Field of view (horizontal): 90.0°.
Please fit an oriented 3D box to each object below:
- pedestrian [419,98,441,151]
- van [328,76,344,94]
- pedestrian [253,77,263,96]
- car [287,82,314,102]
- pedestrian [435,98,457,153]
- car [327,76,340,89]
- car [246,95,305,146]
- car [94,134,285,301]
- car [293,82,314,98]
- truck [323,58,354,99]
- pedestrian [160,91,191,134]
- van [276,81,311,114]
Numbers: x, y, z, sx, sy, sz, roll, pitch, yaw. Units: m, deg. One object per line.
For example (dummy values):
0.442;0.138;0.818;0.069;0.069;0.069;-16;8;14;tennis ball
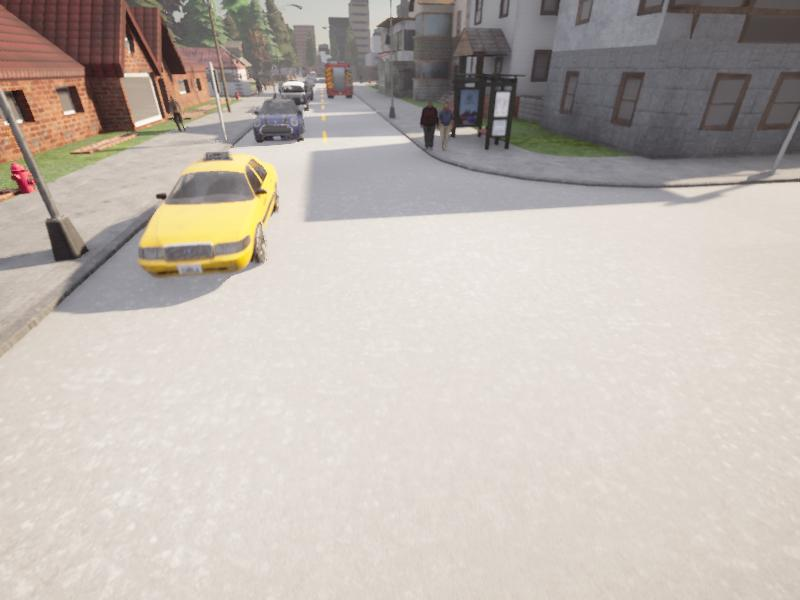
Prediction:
1.173;-6.901;15.748;0.751;1.860;0.751;3;30;5;pedestrian
-8.639;-29.018;53.833;1.775;1.987;4.442;-5;31;-8;van
-16.386;-24.642;46.195;0.751;1.860;0.751;-5;31;-8;pedestrian
-10.185;-21.527;41.301;2.242;1.667;4.611;-5;30;-8;car
1.757;-6.718;15.442;0.751;1.860;0.751;2;30;4;pedestrian
-10.848;-35.346;65.029;1.930;1.638;5.238;-5;31;-8;car
-5.821;-8.801;19.350;2.097;1.767;4.553;-5;31;-8;car
-3.558;-2.077;8.028;1.801;1.575;5.366;-5;31;-8;car
-11.606;-25.542;48.515;2.163;1.488;4.792;-5;31;-8;car
-7.152;-25.475;45.932;2.891;3.827;8.468;-5;31;-8;truck
-11.153;-9.343;19.957;0.751;1.860;0.751;-5;31;-8;pedestrian
-8.180;-15.818;31.144;2.069;2.038;4.480;-5;30;-8;van
